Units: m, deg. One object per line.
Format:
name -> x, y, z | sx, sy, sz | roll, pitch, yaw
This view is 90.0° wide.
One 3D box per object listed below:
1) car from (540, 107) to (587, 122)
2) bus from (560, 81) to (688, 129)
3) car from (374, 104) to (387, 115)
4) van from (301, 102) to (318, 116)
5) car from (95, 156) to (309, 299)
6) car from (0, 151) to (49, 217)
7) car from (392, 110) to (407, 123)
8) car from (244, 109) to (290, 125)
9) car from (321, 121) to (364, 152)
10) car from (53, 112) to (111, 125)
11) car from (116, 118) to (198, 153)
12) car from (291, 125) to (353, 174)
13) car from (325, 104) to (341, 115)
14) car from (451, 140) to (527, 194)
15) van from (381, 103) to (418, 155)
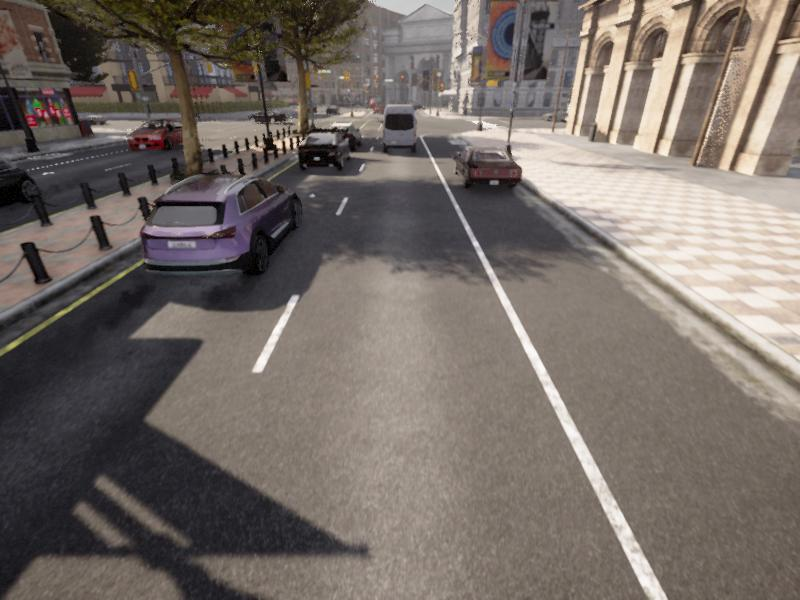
car -> 20.989, -23.911, 51.581 | 5.027, 1.651, 2.152 | 0, 27, 0
bus -> 22.980, -20.408, 41.865 | 10.273, 4.253, 3.944 | 0, 27, 1
car -> -3.600, -35.069, 73.615 | 2.152, 1.651, 5.027 | 0, 27, 0
van -> -15.091, -32.073, 67.040 | 1.775, 1.987, 4.442 | 0, 27, 0
car -> -3.514, -1.858, 8.482 | 2.033, 1.649, 4.856 | 0, 27, 0
car -> -12.183, -3.047, 10.951 | 1.970, 1.475, 3.806 | -4, 27, -8
car -> -0.069, -23.090, 50.294 | 1.895, 1.301, 4.718 | 0, 27, 0
car -> -15.566, -21.506, 46.952 | 4.892, 1.490, 1.837 | 10, 28, 20
car -> -3.531, -10.398, 25.316 | 1.970, 1.475, 3.806 | 1, 27, 2
car -> -35.738, -20.447, 45.063 | 4.718, 1.301, 1.895 | 0, 27, 0
car -> -15.039, -10.446, 25.174 | 2.242, 1.667, 4.611 | 0, 27, 0
car -> -3.528, -7.361, 19.208 | 1.930, 1.638, 5.238 | 0, 27, 0
car -> -11.592, -33.003, 69.240 | 1.930, 1.638, 5.238 | 0, 27, 0
car -> 3.225, -5.294, 15.555 | 1.895, 1.301, 4.718 | 0, 27, 0
van -> -0.031, -10.676, 24.702 | 1.988, 2.561, 5.915 | 0, 27, 0
